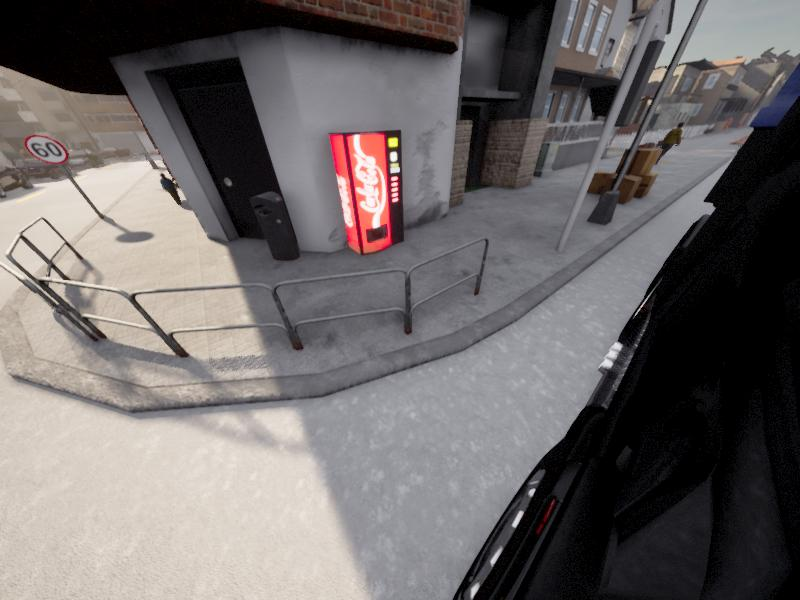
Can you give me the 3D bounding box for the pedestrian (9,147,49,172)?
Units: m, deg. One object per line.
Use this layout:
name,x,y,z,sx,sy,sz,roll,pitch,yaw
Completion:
pedestrian,-32.432,-12.294,20.238,0.751,1.860,0.751,5,37,10

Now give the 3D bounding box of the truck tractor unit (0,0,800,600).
truck tractor unit,2.645,-0.295,0.351,6.516,4.208,3.053,-28,44,-30

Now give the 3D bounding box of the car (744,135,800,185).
car,16.108,-5.696,9.243,4.181,1.385,1.994,-25,42,-28

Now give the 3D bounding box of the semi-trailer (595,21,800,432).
semi-trailer,8.874,-3.468,4.064,14.254,4.402,2.717,-26,43,-28

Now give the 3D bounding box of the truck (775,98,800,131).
truck,56.995,-26.301,32.435,8.468,3.827,2.891,-26,42,-28

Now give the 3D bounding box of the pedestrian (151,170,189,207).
pedestrian,-8.332,-4.048,8.392,0.500,1.100,0.500,-32,45,-33

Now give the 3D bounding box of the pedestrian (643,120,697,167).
pedestrian,13.284,-7.717,11.443,0.751,1.860,0.751,-10,37,-10

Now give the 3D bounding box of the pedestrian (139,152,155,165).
pedestrian,-26.110,-14.653,23.851,0.500,1.100,0.500,9,38,15

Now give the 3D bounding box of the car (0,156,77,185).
car,-26.353,-9.575,16.924,1.895,1.301,4.718,-26,42,-28

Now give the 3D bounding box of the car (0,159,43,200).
car,-21.855,-6.206,11.983,2.163,1.488,4.792,-26,42,-28

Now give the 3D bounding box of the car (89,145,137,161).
car,-40.178,-20.736,32.511,1.882,1.535,5.008,-13,38,-13

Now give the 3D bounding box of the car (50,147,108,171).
car,-32.735,-14.617,23.786,2.033,1.649,4.856,-25,42,-27
